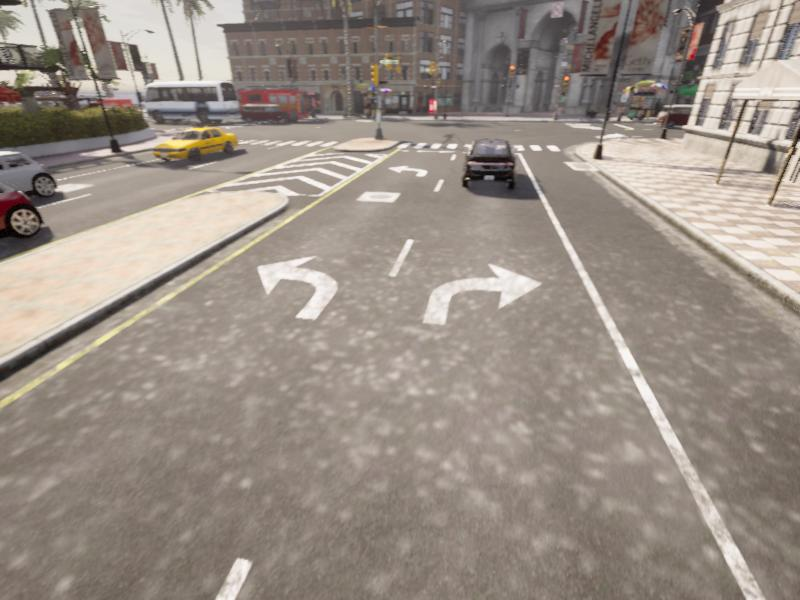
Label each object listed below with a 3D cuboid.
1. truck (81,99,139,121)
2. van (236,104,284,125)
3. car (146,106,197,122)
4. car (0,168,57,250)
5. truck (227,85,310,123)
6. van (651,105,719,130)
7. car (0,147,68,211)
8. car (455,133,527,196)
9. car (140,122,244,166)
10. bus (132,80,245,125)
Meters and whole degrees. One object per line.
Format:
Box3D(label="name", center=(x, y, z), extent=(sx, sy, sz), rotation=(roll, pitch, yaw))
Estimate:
Box3D(label="truck", center=(-36.938, -24.289, 51.092), extent=(5.204, 2.467, 2.627), rotation=(5, 28, 10))
Box3D(label="van", center=(-15.344, -20.492, 44.134), extent=(4.442, 1.987, 1.775), rotation=(5, 28, 10))
Box3D(label="car", center=(-28.374, -23.149, 49.741), extent=(5.238, 1.638, 1.930), rotation=(5, 28, 10))
Box3D(label="car", center=(-9.859, -1.592, 8.125), extent=(1.970, 1.475, 3.806), rotation=(5, 28, 10))
Box3D(label="truck", center=(-15.259, -22.947, 46.869), extent=(8.468, 3.827, 2.891), rotation=(5, 28, 10))
Box3D(label="van", center=(25.979, -16.779, 36.649), extent=(4.442, 1.987, 1.775), rotation=(5, 28, 10))
Box3D(label="car", center=(-12.631, -3.467, 11.769), extent=(1.970, 1.475, 3.806), rotation=(5, 28, 10))
Box3D(label="car", center=(3.379, -5.279, 15.112), extent=(2.128, 1.511, 4.902), rotation=(5, 28, 10))
Box3D(label="car", center=(-10.612, -8.329, 21.034), extent=(1.801, 1.575, 5.366), rotation=(5, 28, 10))
Box3D(label="bus", center=(-23.561, -22.177, 44.989), extent=(10.273, 4.253, 3.944), rotation=(5, 28, 10))
